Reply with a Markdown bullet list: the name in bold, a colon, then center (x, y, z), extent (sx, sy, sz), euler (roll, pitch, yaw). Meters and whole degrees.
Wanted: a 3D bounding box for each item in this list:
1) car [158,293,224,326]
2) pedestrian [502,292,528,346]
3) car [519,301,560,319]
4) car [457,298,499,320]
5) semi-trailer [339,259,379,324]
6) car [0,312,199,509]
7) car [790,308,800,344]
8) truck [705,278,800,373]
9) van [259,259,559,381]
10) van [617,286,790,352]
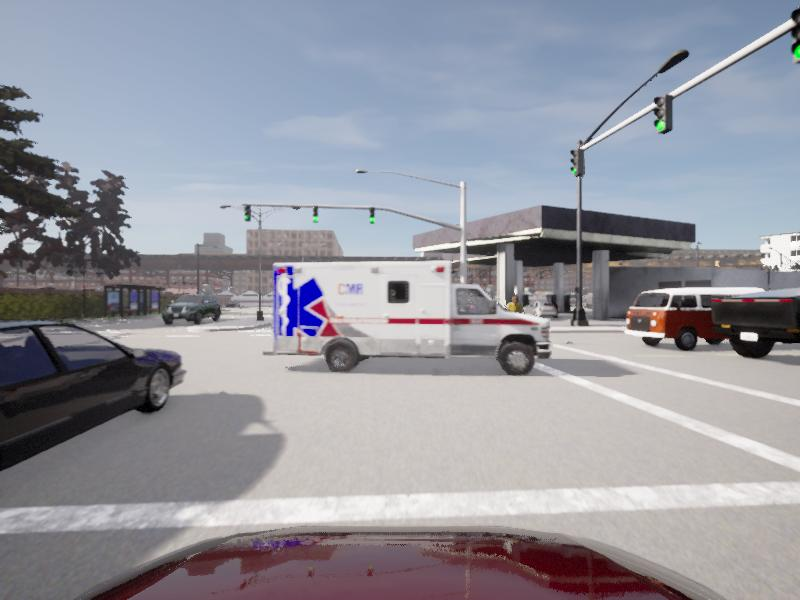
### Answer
- **car**: center (-14.397, 0.606, 28.040), extent (2.150, 2.045, 5.566), euler (0, 0, -5)
- **pedestrian**: center (4.074, 0.659, 14.169), extent (0.751, 1.860, 0.751), euler (0, 0, 5)
- **car**: center (12.059, 0.852, 34.784), extent (1.970, 1.475, 3.806), euler (0, 0, -5)
- **car**: center (6.406, 0.688, 33.506), extent (2.242, 1.667, 4.611), euler (0, 0, -5)
- **semi-trailer**: center (-3.411, -0.570, 34.279), extent (2.717, 4.402, 14.254), euler (0, 0, -5)
- **car**: center (-4.182, 0.900, 4.035), extent (2.033, 1.411, 5.357), euler (0, 0, -5)
- **car**: center (17.019, 0.968, 14.254), extent (4.718, 1.301, 1.895), euler (0, 0, -6)
- **truck**: center (11.756, 0.560, 10.352), extent (6.274, 2.098, 2.390), euler (0, 0, -7)
- **van**: center (0.194, 0.392, 9.603), extent (6.366, 2.431, 2.351), euler (0, 0, 8)
- **van**: center (10.129, 0.593, 13.562), extent (4.480, 2.038, 2.069), euler (0, 0, -7)
